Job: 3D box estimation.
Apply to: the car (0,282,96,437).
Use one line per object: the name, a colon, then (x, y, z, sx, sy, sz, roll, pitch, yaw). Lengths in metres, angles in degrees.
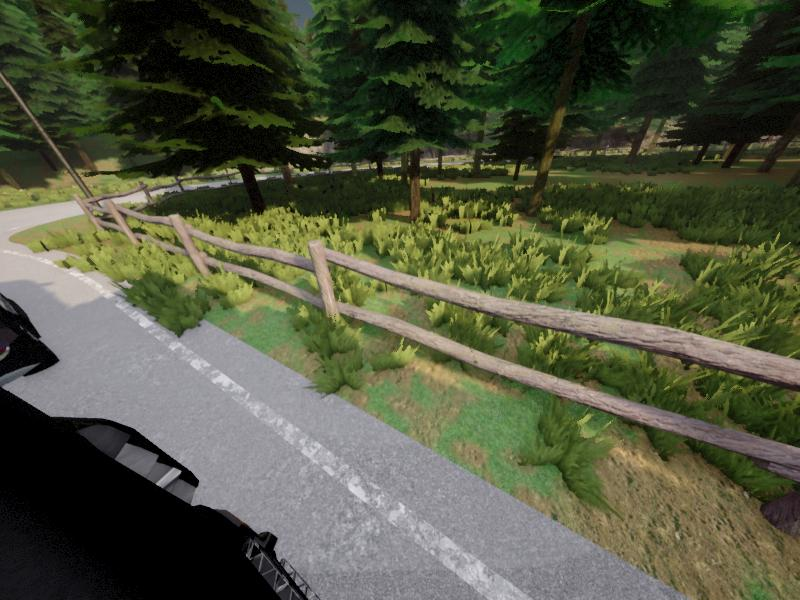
car: (-6.247, 0.275, 2.532, 4.856, 1.649, 2.033, 14, 37, 24)
